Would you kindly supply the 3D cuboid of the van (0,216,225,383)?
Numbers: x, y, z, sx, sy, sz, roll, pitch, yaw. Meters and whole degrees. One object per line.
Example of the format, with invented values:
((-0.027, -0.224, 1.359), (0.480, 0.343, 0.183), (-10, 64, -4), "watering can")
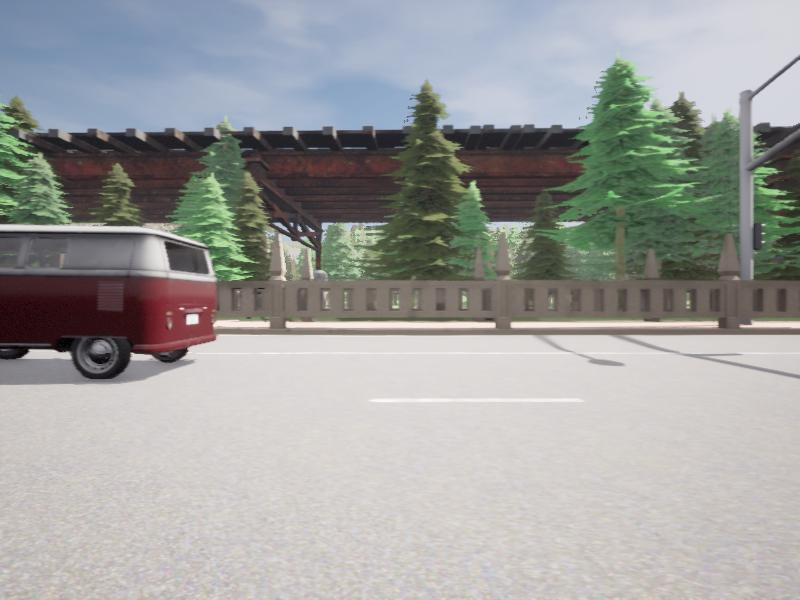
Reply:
((-5.117, -0.018, 5.700), (4.442, 1.987, 1.775), (1, 0, 0), "van")
